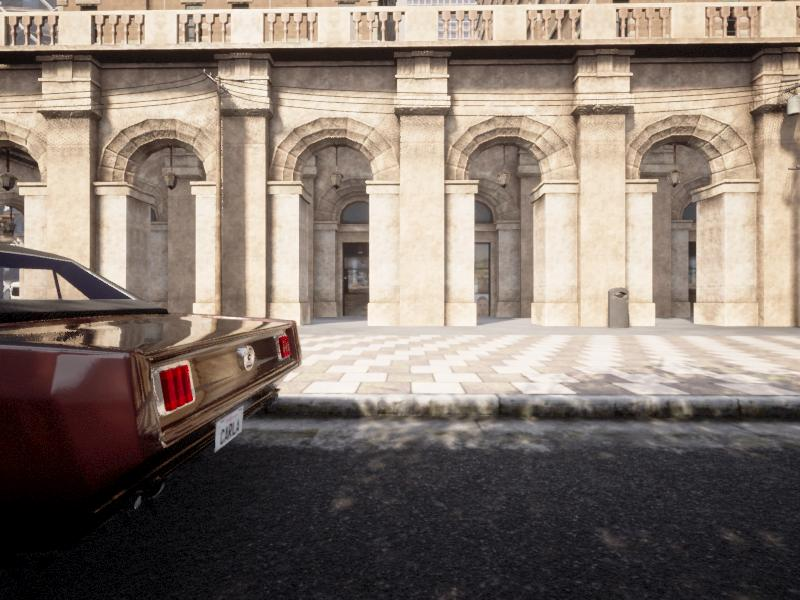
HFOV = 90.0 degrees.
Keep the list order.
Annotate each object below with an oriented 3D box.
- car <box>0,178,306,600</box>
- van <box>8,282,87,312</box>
[{"bbox_3d":[-3.058,0.338,2.008,4.718,1.301,1.895,0,0,1],"label":"car"},{"bbox_3d":[-32.401,-0.278,37.096,1.988,2.561,5.915,0,0,1],"label":"van"}]
